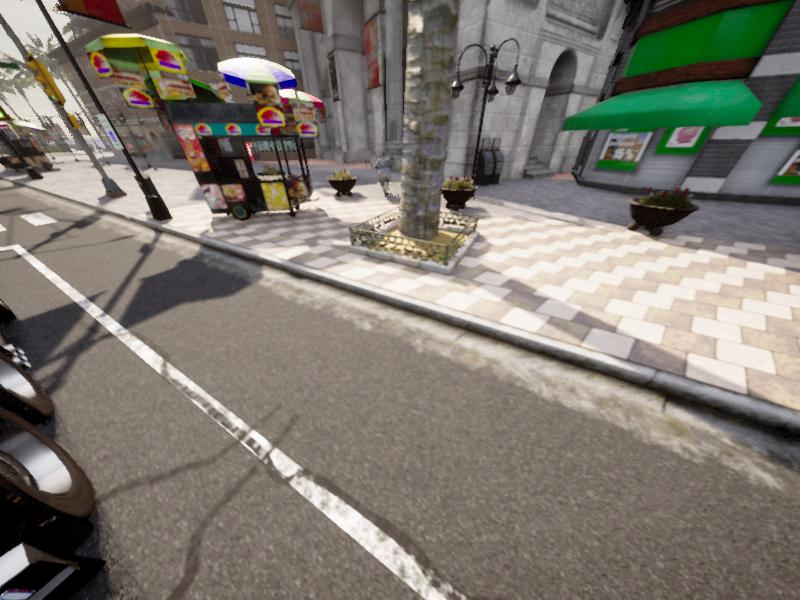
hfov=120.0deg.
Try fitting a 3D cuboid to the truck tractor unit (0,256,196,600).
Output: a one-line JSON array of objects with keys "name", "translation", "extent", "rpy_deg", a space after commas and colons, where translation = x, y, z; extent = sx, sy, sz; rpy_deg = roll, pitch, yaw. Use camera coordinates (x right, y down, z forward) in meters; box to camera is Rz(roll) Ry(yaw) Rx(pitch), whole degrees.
[{"name": "truck tractor unit", "translation": [-5.098, -0.313, 0.796], "extent": [6.516, 4.208, 3.053], "rpy_deg": [19, 39, 25]}]

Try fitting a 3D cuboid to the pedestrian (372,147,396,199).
[{"name": "pedestrian", "translation": [-0.670, -5.374, 9.800], "extent": [0.751, 1.860, 0.751], "rpy_deg": [-13, 37, -18]}]
